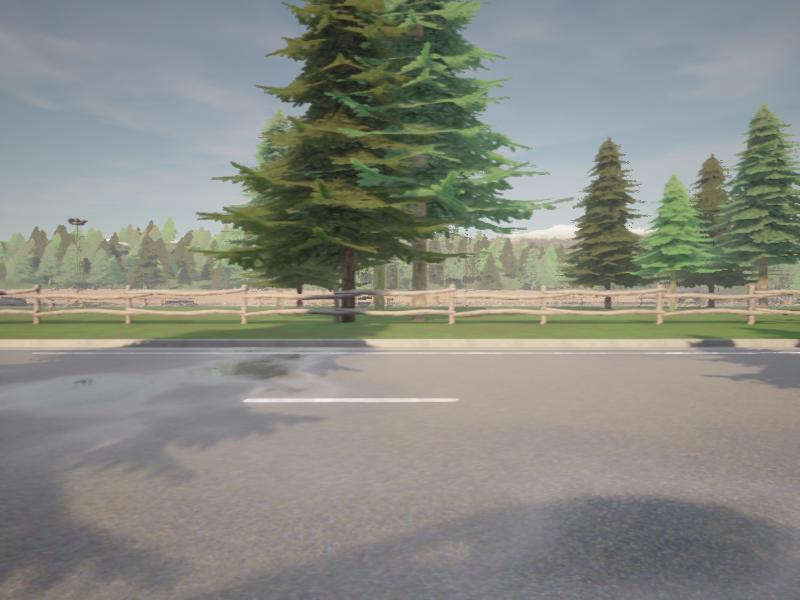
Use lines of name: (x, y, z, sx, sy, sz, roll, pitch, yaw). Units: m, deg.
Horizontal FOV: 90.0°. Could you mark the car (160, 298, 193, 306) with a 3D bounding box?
car: (-39.134, 0.350, 70.061, 4.718, 1.301, 1.895, 0, 0, 0)
